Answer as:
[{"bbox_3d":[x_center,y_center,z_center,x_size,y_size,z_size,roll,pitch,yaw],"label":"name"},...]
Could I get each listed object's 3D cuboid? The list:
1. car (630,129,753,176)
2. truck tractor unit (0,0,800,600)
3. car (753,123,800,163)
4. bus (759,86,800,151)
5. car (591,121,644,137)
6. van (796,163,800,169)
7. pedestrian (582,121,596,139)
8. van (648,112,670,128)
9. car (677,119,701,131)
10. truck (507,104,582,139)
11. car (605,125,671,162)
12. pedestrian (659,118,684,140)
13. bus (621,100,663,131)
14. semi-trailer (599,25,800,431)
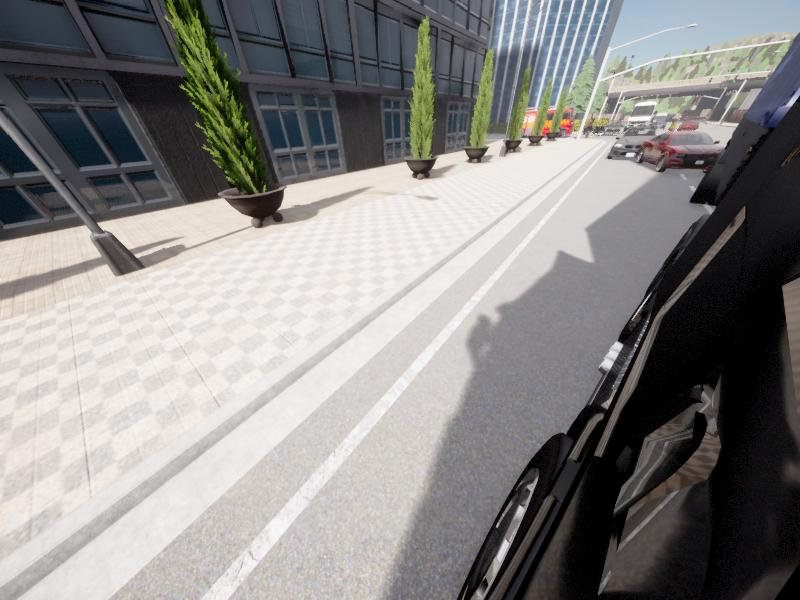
[{"bbox_3d":[13.747,-7.439,11.442,1.882,1.535,5.008,14,40,21],"label":"car"},{"bbox_3d":[2.645,-0.295,0.351,6.516,4.208,3.053,-28,44,-30],"label":"truck tractor unit"},{"bbox_3d":[21.892,-8.431,12.290,2.128,1.511,4.902,24,44,31],"label":"car"},{"bbox_3d":[29.540,-12.294,14.699,3.944,4.253,10.273,24,45,31],"label":"bus"},{"bbox_3d":[31.243,-24.694,33.328,5.238,1.638,1.930,23,44,31],"label":"car"},{"bbox_3d":[17.143,-5.092,7.358,2.351,2.431,6.366,24,44,31],"label":"van"},{"bbox_3d":[24.728,-22.252,30.244,0.751,1.860,0.751,24,44,31],"label":"pedestrian"},{"bbox_3d":[55.759,-38.722,49.808,1.988,2.561,5.915,24,44,31],"label":"van"},{"bbox_3d":[46.987,-28.384,37.516,4.181,1.385,1.994,-32,46,-33],"label":"car"},{"bbox_3d":[21.622,-27.043,35.234,8.468,3.827,2.891,25,45,32],"label":"truck"},{"bbox_3d":[15.247,-10.213,14.958,2.242,1.667,4.611,24,44,32],"label":"car"},{"bbox_3d":[28.476,-17.971,24.295,0.751,1.860,0.751,10,39,17],"label":"pedestrian"},{"bbox_3d":[47.629,-36.315,45.663,3.944,4.253,10.273,24,44,31],"label":"bus"},{"bbox_3d":[8.613,-3.661,4.311,14.254,4.402,2.717,-29,44,-31],"label":"semi-trailer"}]
